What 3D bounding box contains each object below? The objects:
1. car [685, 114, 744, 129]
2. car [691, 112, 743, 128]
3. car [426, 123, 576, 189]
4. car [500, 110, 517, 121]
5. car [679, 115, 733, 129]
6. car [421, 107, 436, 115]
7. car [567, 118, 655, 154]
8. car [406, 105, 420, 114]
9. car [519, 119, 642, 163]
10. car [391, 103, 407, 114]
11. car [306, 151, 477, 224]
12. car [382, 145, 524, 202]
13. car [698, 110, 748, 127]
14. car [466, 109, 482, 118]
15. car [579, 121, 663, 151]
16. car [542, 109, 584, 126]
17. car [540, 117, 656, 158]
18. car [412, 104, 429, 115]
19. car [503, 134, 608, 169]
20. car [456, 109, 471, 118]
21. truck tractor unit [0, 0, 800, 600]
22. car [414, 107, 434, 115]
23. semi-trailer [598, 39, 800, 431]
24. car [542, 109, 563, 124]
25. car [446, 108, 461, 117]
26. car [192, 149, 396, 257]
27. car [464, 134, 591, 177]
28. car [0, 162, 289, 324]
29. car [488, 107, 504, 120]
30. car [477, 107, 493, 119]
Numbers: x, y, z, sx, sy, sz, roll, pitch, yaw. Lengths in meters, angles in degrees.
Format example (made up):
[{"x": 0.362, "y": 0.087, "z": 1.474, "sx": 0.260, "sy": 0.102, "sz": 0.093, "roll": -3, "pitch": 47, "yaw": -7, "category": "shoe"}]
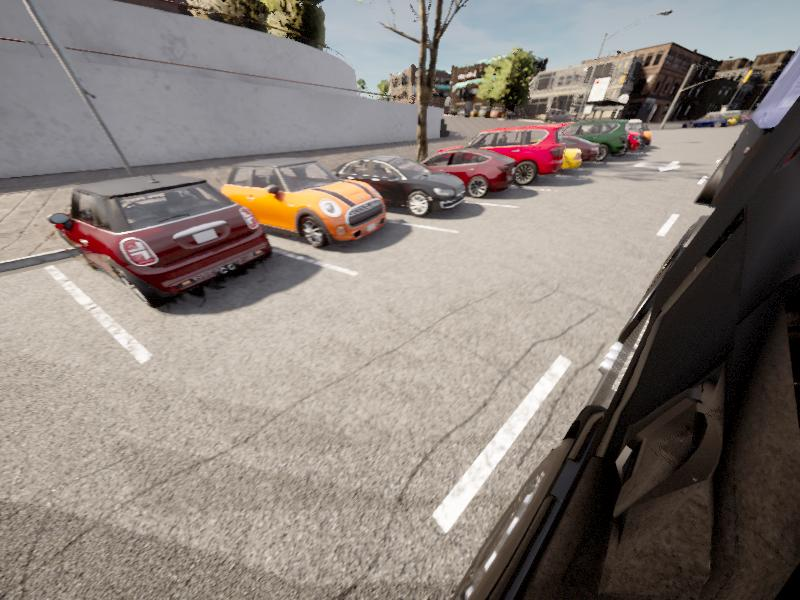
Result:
[{"x": 51.229, "y": -29.268, "z": 37.865, "sx": 5.366, "sy": 1.575, "sz": 1.946, "roll": 21, "pitch": 42, "yaw": 29, "category": "car"}, {"x": 53.543, "y": -30.531, "z": 39.202, "sx": 4.553, "sy": 1.767, "sz": 2.185, "roll": 21, "pitch": 42, "yaw": 30, "category": "car"}, {"x": 4.237, "y": -6.563, "z": 10.475, "sx": 5.566, "sy": 2.045, "sz": 2.435, "roll": 17, "pitch": 41, "yaw": 25, "category": "car"}, {"x": 23.057, "y": -39.098, "z": 48.984, "sx": 2.231, "sy": 1.521, "sz": 4.892, "roll": 22, "pitch": 43, "yaw": 22, "category": "car"}, {"x": 48.526, "y": -28.293, "z": 36.809, "sx": 4.792, "sy": 1.488, "sz": 2.163, "roll": 21, "pitch": 43, "yaw": 29, "category": "car"}, {"x": 7.729, "y": -51.584, "z": 63.022, "sx": 1.946, "sy": 1.575, "sz": 5.366, "roll": 22, "pitch": 42, "yaw": 21, "category": "car"}, {"x": 15.926, "y": -12.601, "z": 17.863, "sx": 4.442, "sy": 1.987, "sz": 1.878, "roll": 17, "pitch": 41, "yaw": 26, "category": "car"}, {"x": 3.701, "y": -54.650, "z": 66.255, "sx": 2.185, "sy": 1.767, "sz": 4.553, "roll": 21, "pitch": 42, "yaw": 21, "category": "car"}, {"x": 11.156, "y": -10.226, "z": 14.943, "sx": 5.566, "sy": 2.045, "sz": 2.435, "roll": 17, "pitch": 41, "yaw": 26, "category": "car"}, {"x": -0.184, "y": -57.652, "z": 69.665, "sx": 2.435, "sy": 2.045, "sz": 5.566, "roll": 18, "pitch": 40, "yaw": 24, "category": "car"}, {"x": -0.326, "y": -3.910, "z": 7.637, "sx": 4.892, "sy": 1.521, "sz": 2.231, "roll": 17, "pitch": 40, "yaw": 25, "category": "car"}, {"x": 1.949, "y": -5.113, "z": 9.148, "sx": 4.792, "sy": 1.488, "sz": 2.163, "roll": 17, "pitch": 41, "yaw": 25, "category": "car"}, {"x": 56.165, "y": -31.653, "z": 40.358, "sx": 4.442, "sy": 1.987, "sz": 1.878, "roll": 21, "pitch": 42, "yaw": 30, "category": "car"}, {"x": 17.389, "y": -43.858, "z": 54.346, "sx": 1.946, "sy": 1.575, "sz": 5.366, "roll": 22, "pitch": 43, "yaw": 22, "category": "car"}, {"x": 18.193, "y": -13.745, "z": 19.422, "sx": 4.553, "sy": 1.767, "sz": 2.185, "roll": 17, "pitch": 41, "yaw": 26, "category": "car"}, {"x": 25.413, "y": -28.601, "z": 36.203, "sx": 1.932, "sy": 1.855, "sz": 4.605, "roll": -26, "pitch": 48, "yaw": -31, "category": "car"}, {"x": 13.526, "y": -11.433, "z": 16.409, "sx": 5.566, "sy": 2.045, "sz": 2.435, "roll": 17, "pitch": 40, "yaw": 26, "category": "car"}, {"x": 5.687, "y": -53.202, "z": 64.444, "sx": 2.435, "sy": 2.045, "sz": 5.566, "roll": 22, "pitch": 42, "yaw": 21, "category": "car"}, {"x": 8.886, "y": -8.763, "z": 13.613, "sx": 4.674, "sy": 1.452, "sz": 2.002, "roll": 17, "pitch": 41, "yaw": 26, "category": "car"}, {"x": 15.374, "y": -45.281, "z": 55.992, "sx": 2.002, "sy": 1.452, "sz": 4.674, "roll": 23, "pitch": 43, "yaw": 21, "category": "car"}, {"x": 2.645, "y": -0.295, "z": 0.351, "sx": 6.516, "sy": 4.208, "sz": 3.053, "roll": -28, "pitch": 44, "yaw": -30, "category": "truck tractor unit"}, {"x": 5.974, "y": -47.473, "z": 58.007, "sx": 2.128, "sy": 1.511, "sz": 4.902, "roll": -27, "pitch": 48, "yaw": -31, "category": "car"}, {"x": 8.673, "y": -3.622, "z": 4.255, "sx": 14.254, "sy": 4.402, "sz": 2.717, "roll": -28, "pitch": 44, "yaw": -30, "category": "semi-trailer"}, {"x": 28.847, "y": -34.658, "z": 43.619, "sx": 2.435, "sy": 2.045, "sz": 5.566, "roll": 22, "pitch": 43, "yaw": 22, "category": "car"}, {"x": 13.435, "y": -46.828, "z": 57.729, "sx": 2.002, "sy": 1.452, "sz": 4.674, "roll": 22, "pitch": 43, "yaw": 21, "category": "car"}, {"x": -2.653, "y": -2.794, "z": 6.083, "sx": 4.553, "sy": 1.767, "sz": 2.185, "roll": 17, "pitch": 41, "yaw": 25, "category": "car"}, {"x": 6.415, "y": -7.627, "z": 12.181, "sx": 5.366, "sy": 1.575, "sz": 1.946, "roll": 17, "pitch": 41, "yaw": 25, "category": "car"}, {"x": -4.899, "y": -1.546, "z": 4.561, "sx": 4.553, "sy": 1.767, "sz": 2.185, "roll": 17, "pitch": 41, "yaw": 25, "category": "car"}, {"x": 21.100, "y": -40.765, "z": 50.506, "sx": 1.878, "sy": 1.987, "sz": 4.442, "roll": 23, "pitch": 43, "yaw": 21, "category": "car"}, {"x": 19.173, "y": -42.318, "z": 52.252, "sx": 1.878, "sy": 1.987, "sz": 4.442, "roll": 23, "pitch": 43, "yaw": 21, "category": "car"}]
